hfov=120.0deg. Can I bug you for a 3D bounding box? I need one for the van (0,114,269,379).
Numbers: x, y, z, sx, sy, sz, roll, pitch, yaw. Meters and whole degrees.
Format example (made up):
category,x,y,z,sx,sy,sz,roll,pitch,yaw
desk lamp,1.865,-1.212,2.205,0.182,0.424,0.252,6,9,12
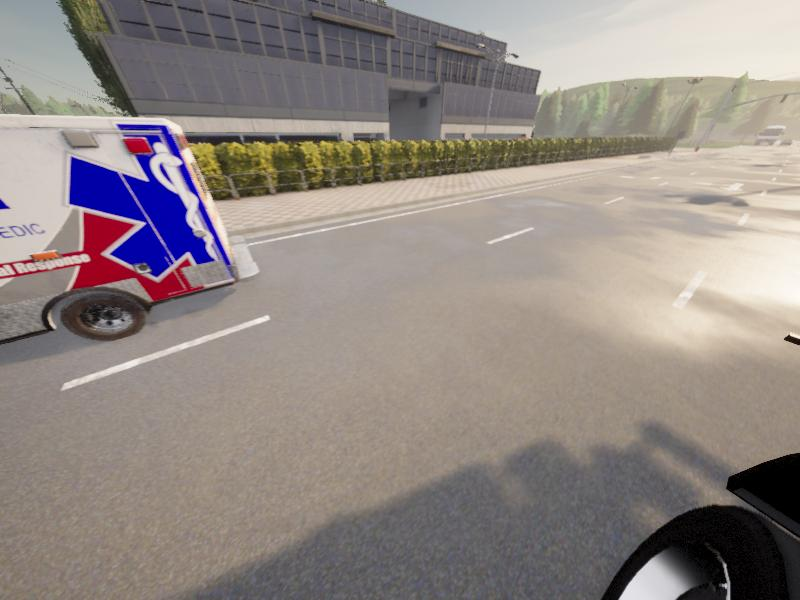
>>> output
category,x,y,z,sx,sy,sz,roll,pitch,yaw
van,-5.537,-0.526,2.586,6.366,2.431,2.351,-22,41,-28
